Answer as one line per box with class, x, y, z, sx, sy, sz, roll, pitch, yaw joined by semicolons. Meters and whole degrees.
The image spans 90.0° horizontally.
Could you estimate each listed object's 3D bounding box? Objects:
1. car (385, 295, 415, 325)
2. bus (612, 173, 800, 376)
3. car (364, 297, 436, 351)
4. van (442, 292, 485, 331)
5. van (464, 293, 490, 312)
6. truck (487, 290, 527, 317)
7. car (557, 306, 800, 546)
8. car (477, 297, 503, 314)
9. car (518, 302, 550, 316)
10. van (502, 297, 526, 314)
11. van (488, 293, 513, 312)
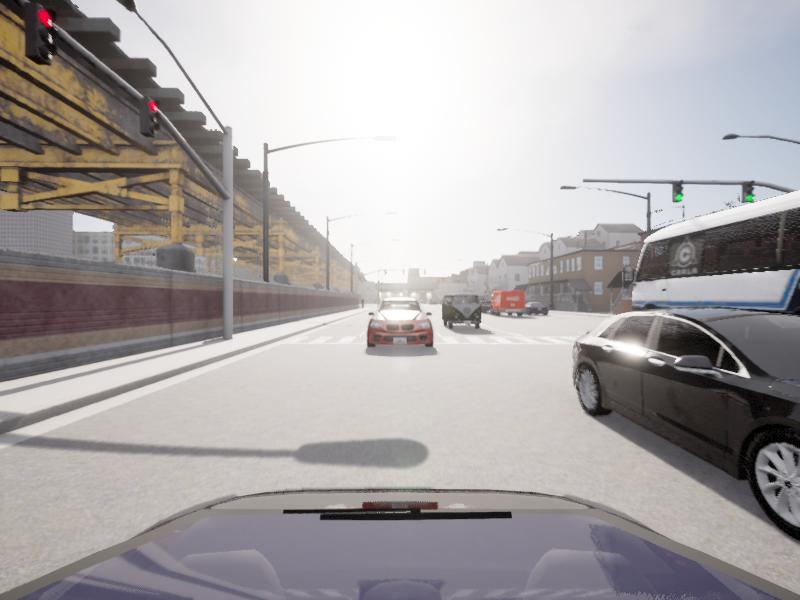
car;0.002;0.645;27.193;1.905;1.878;3.866;0;0;0
bus;10.380;-0.535;10.740;3.944;4.253;10.273;0;0;0
car;0.004;0.756;14.671;2.242;1.667;4.611;0;0;0
van;3.504;0.596;22.973;1.775;1.987;4.442;0;0;0
van;10.510;0.373;54.946;2.351;2.431;6.366;0;0;0
truck;10.506;0.350;39.751;2.627;2.467;5.204;0;0;0
car;3.501;0.844;4.145;1.837;1.490;4.892;0;0;0
car;10.506;0.648;46.972;1.932;1.855;4.605;0;0;0
car;13.998;0.903;42.008;1.994;1.385;4.181;0;0;1
van;13.999;0.590;49.338;1.775;1.987;4.442;0;0;0
van;13.998;0.317;56.176;1.988;2.561;5.915;0;0;0
